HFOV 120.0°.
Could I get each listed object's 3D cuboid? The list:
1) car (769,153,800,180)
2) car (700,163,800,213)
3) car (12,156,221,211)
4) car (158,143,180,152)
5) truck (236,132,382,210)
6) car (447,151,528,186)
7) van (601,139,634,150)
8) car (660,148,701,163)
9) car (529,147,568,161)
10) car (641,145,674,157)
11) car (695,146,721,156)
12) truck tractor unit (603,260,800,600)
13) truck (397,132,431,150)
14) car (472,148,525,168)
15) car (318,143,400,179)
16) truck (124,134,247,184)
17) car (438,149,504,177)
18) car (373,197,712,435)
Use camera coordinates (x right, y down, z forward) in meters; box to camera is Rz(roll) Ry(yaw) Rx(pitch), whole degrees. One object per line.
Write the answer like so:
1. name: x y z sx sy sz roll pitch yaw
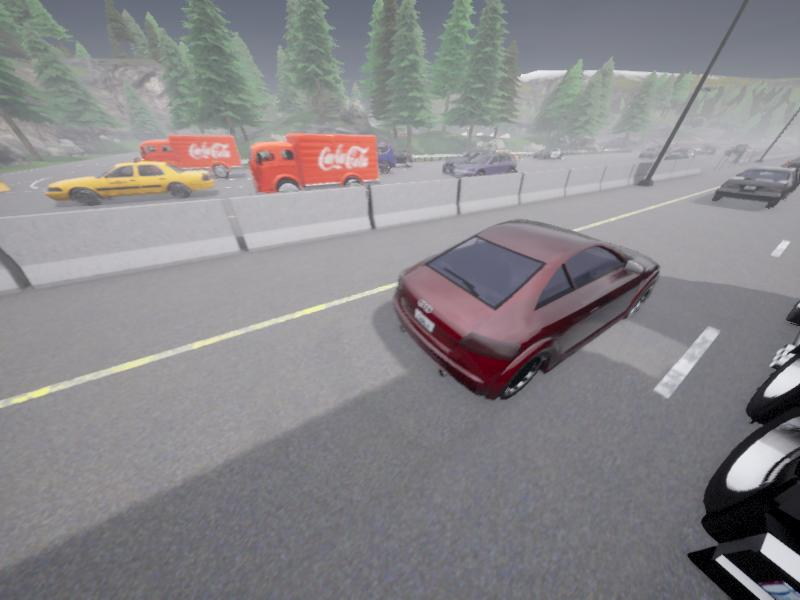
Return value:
1. car: 30.932 -10.199 17.618 4.974 1.542 2.038 -18 39 -25
2. car: 16.422 -5.258 10.502 5.357 1.411 2.033 -19 39 -25
3. car: -11.402 -5.265 10.092 5.366 1.575 1.801 -19 39 -25
4. car: -45.713 -30.310 45.850 2.128 1.511 4.902 -19 39 -25
5. truck: -3.749 -5.888 10.280 5.204 2.467 2.627 -19 39 -25
6. car: 5.716 -8.731 15.193 4.856 1.649 2.033 -19 39 -25
7. van: 61.718 -44.304 65.691 1.988 2.561 5.915 -19 39 -25
8. car: 37.570 -19.413 30.937 4.974 1.542 2.038 -19 39 -25
9. car: 21.136 -20.863 32.872 4.974 1.542 2.038 -19 39 -25
10. car: 46.356 -26.855 41.595 4.611 1.667 2.242 -17 38 -23
11. car: 61.355 -29.746 46.016 3.988 1.617 1.851 -19 39 -25
12. truck tractor unit: 5.106 -0.304 0.796 6.516 4.208 3.053 -18 39 -25
13. truck: 3.527 -41.452 60.268 8.468 3.827 2.891 21 40 27
14. car: 10.305 -14.909 24.169 5.366 1.575 1.801 -18 39 -25
15. car: -2.914 -10.653 17.514 5.566 2.045 2.150 -18 39 -25
16. truck: -13.671 -9.564 15.475 5.204 2.467 2.627 -17 40 -24
17. car: 5.664 -11.058 18.503 4.611 1.667 2.242 -19 39 -25
18. car: 1.981 -0.383 3.381 4.181 1.385 1.994 -19 39 -25
